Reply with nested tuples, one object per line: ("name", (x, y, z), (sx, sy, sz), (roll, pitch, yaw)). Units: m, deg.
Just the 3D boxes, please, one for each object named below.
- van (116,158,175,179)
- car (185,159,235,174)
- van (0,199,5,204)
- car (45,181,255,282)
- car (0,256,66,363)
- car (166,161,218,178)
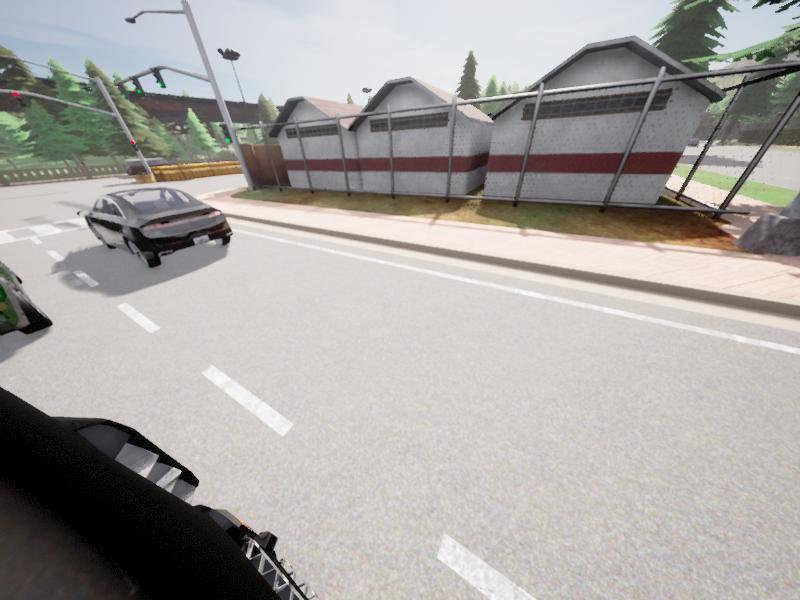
("van", (-32.752, -17.142, 29.956), (1.775, 1.987, 4.442), (15, 37, 24))
("car", (-26.911, -19.069, 32.872), (2.128, 1.511, 4.902), (15, 37, 24))
("van", (-27.932, -6.038, 12.517), (1.988, 2.561, 5.915), (15, 37, 24))
("car", (-6.626, -2.148, 6.181), (4.902, 1.511, 2.128), (16, 38, 26))
("car", (-7.431, -0.250, 3.140), (4.553, 1.767, 2.097), (16, 38, 26))
("car", (-25.642, -16.240, 28.682), (1.994, 1.385, 4.181), (15, 38, 24))
